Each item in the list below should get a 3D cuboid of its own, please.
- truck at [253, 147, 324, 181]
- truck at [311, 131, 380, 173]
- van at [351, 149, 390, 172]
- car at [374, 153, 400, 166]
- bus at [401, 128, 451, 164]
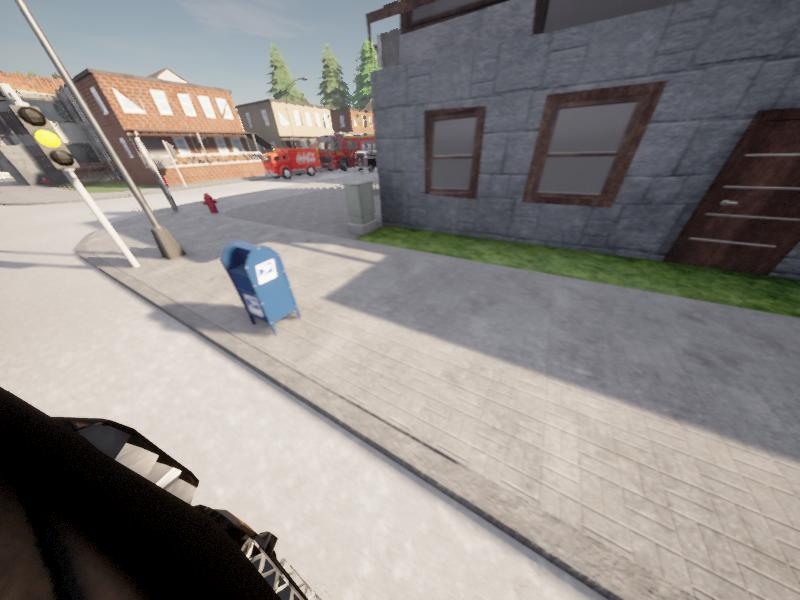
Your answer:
[{"bbox_3d":[-10.657,-13.412,22.663,2.627,2.467,5.204,18,39,28],"label":"truck"},{"bbox_3d":[-6.317,-18.463,28.788,2.891,3.827,8.468,17,38,26],"label":"truck"},{"bbox_3d":[-3.329,-16.276,26.906,2.069,2.038,4.480,16,38,26],"label":"van"},{"bbox_3d":[-1.912,-21.787,35.755,1.994,1.385,4.181,15,37,25],"label":"car"},{"bbox_3d":[4.476,-25.051,37.663,3.944,4.253,10.273,16,38,26],"label":"bus"}]
